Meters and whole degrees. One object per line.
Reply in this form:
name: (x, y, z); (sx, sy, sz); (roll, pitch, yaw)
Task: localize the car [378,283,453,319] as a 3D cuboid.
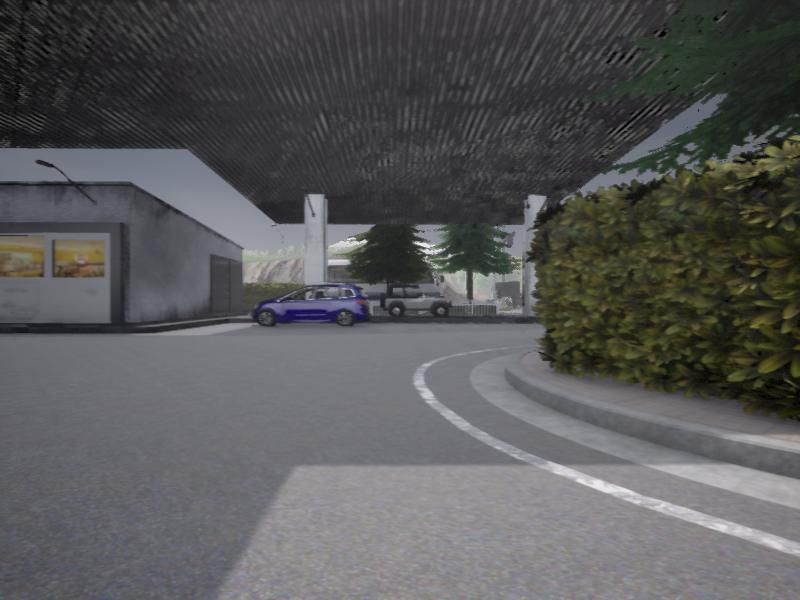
car: (0.814, 0.057, 21.613); (3.866, 1.878, 1.905); (0, 0, 0)

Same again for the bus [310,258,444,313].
bus: (-1.761, -1.135, 32.776); (10.273, 4.253, 3.944); (0, 0, 0)

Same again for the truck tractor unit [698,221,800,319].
truck tractor unit: (18.662, -1.300, 19.768); (3.053, 4.208, 6.516); (0, 0, 0)

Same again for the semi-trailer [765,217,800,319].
semi-trailer: (18.679, -1.403, 11.855); (2.717, 4.402, 14.254); (0, 0, 0)

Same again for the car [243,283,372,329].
car: (-3.493, 0.223, 15.928); (4.611, 1.667, 2.242); (0, 0, 0)
